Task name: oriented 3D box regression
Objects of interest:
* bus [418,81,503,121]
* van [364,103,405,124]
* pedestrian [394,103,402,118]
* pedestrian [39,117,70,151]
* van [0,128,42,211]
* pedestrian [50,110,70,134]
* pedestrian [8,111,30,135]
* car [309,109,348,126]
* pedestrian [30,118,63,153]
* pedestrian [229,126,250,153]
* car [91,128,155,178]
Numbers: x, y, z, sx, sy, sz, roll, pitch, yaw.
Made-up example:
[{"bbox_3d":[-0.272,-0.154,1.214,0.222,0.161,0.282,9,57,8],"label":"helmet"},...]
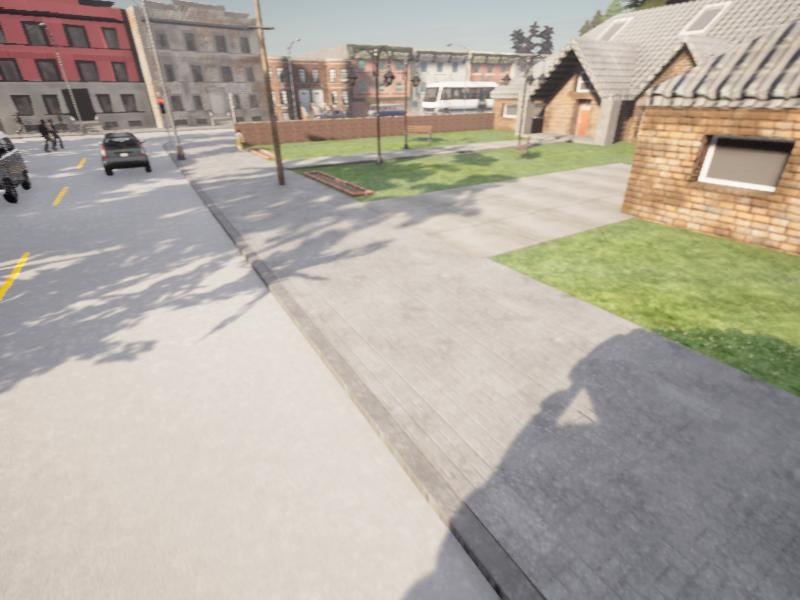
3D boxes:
[{"bbox_3d":[7.714,-25.433,51.104,10.273,4.253,3.944,-16,31,-27],"label":"bus"},{"bbox_3d":[-1.721,-21.769,46.659,4.442,1.987,1.775,-16,31,-27],"label":"van"},{"bbox_3d":[-0.221,-25.775,54.358,0.751,1.860,0.751,-16,31,-27],"label":"pedestrian"},{"bbox_3d":[-21.767,-10.461,25.211,0.751,1.860,0.751,-9,29,-16],"label":"pedestrian"},{"bbox_3d":[-13.697,-4.304,12.978,2.069,2.038,4.480,-16,31,-27],"label":"van"},{"bbox_3d":[-29.943,-15.667,35.229,0.751,1.860,0.751,-22,34,-35],"label":"pedestrian"},{"bbox_3d":[-33.016,-15.358,34.689,0.751,1.860,0.751,-18,32,-31],"label":"pedestrian"},{"bbox_3d":[-7.733,-19.823,43.500,3.633,1.501,1.845,-16,31,-28],"label":"car"},{"bbox_3d":[-21.357,-9.949,24.210,0.751,1.860,0.751,-7,28,-12],"label":"pedestrian"},{"bbox_3d":[-9.144,-9.156,22.804,0.751,1.300,0.751,-14,30,-25],"label":"pedestrian"},{"bbox_3d":[-12.576,-6.789,18.245,1.851,1.617,3.988,-16,31,-27],"label":"car"}]
